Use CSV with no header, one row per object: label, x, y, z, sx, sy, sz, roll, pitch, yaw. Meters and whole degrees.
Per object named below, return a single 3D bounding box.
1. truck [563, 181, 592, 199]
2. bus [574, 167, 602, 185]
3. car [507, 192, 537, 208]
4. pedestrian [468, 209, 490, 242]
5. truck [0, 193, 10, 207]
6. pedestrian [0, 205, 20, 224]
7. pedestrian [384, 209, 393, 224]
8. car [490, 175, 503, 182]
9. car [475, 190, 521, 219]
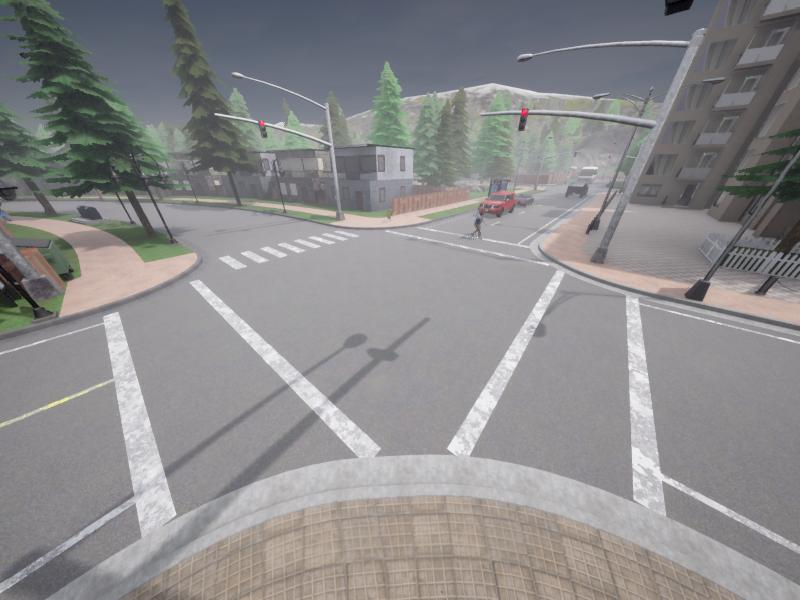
truck,28.995,-18.004,37.652,2.390,2.098,6.274,24,38,35
bus,53.958,-35.694,66.140,3.944,4.253,10.273,24,38,35
car,15.349,-12.575,28.979,1.994,1.385,4.181,24,38,35
pedestrian,5.146,-4.871,15.095,0.751,1.860,0.751,-22,37,-33
truck,-51.483,-11.865,26.980,6.274,2.098,2.390,-2,30,-3
pedestrian,-32.973,-7.119,19.205,0.751,1.300,0.751,6,30,10
pedestrian,-0.968,-6.921,19.104,0.500,1.100,0.500,20,35,30
car,29.590,-37.325,71.038,1.932,1.855,4.605,23,37,34
car,10.071,-9.866,23.608,2.150,2.045,5.566,24,38,35
